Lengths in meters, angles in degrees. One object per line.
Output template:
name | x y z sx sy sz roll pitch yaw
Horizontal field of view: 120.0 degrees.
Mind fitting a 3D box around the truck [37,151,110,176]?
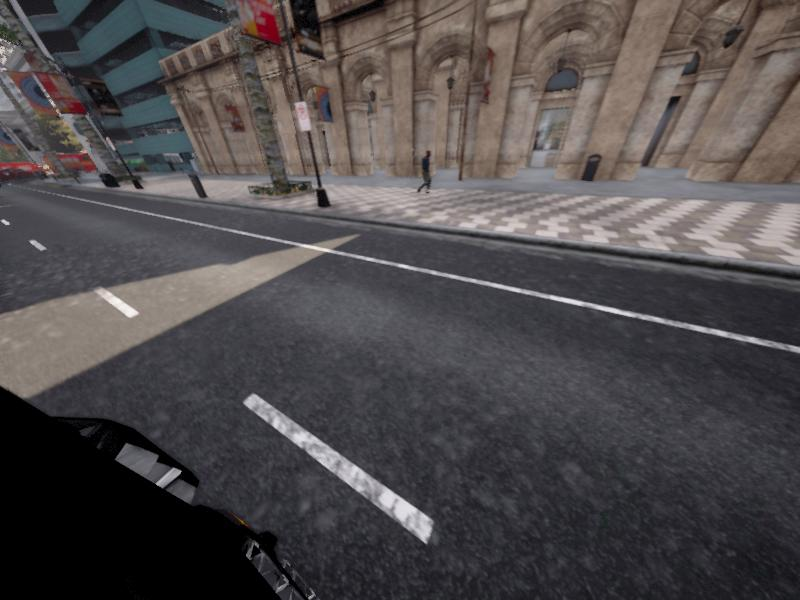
truck | -68.169 -28.967 48.766 2.891 3.827 8.468 -5 34 -4

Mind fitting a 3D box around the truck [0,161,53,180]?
truck | -70.005 -24.251 43.114 2.627 2.467 5.204 -12 35 -13

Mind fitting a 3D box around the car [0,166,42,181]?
car | -63.603 -21.067 38.504 2.097 1.767 4.553 -18 37 -21

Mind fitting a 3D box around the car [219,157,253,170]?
car | -25.387 -21.091 35.721 4.514 1.523 2.007 16 38 25

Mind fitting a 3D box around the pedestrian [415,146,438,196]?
pedestrian | 1.192 -5.821 10.475 0.751 1.860 0.751 15 38 25

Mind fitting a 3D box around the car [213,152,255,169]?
car | -25.454 -21.430 35.527 5.566 2.045 2.435 16 38 25

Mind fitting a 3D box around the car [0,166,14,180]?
car | -72.430 -22.026 40.381 2.150 2.045 5.566 -16 36 -19

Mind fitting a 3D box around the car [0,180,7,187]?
car | -49.411 -14.132 27.345 4.902 1.511 2.128 16 38 26

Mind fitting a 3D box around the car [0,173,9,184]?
car | -57.129 -16.891 31.982 5.366 1.575 1.801 25 43 35
